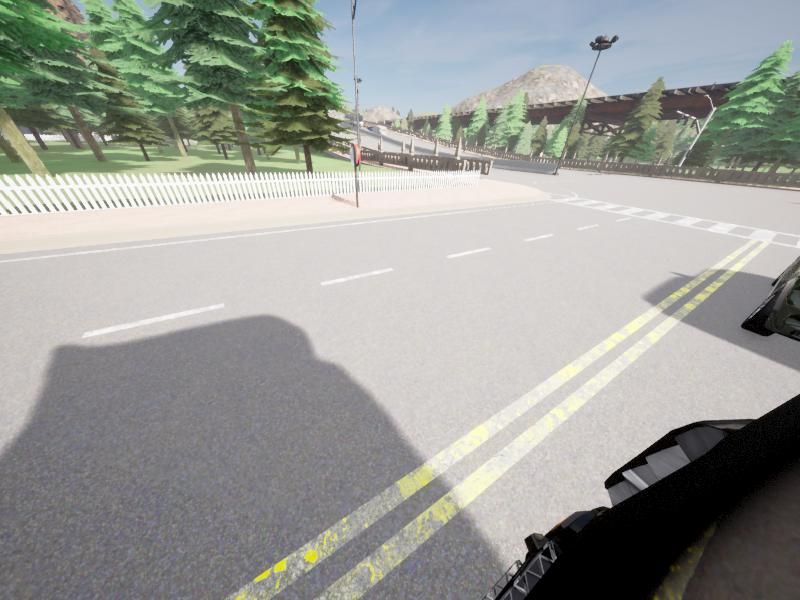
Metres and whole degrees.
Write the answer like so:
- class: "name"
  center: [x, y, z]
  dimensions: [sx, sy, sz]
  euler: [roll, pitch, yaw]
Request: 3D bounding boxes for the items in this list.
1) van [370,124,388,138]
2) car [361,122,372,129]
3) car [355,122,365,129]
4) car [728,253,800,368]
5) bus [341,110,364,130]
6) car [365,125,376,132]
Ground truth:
- class: "van"
  center: [-6.167, -48.801, 66.735]
  dimensions: [2.351, 2.431, 6.366]
  euler: [-17, 46, -27]
- class: "car"
  center: [-12.309, -64.111, 84.797]
  dimensions: [1.801, 1.575, 5.366]
  euler: [-17, 46, -27]
- class: "car"
  center: [-14.077, -61.785, 81.746]
  dimensions: [1.816, 1.474, 4.193]
  euler: [-17, 46, -27]
- class: "car"
  center: [7.414, -0.202, 3.200]
  dimensions: [4.553, 1.767, 2.097]
  euler: [-16, 38, -26]
- class: "bus"
  center: [-16.063, -60.822, 78.069]
  dimensions: [3.944, 4.253, 10.273]
  euler: [-17, 46, -27]
- class: "car"
  center: [-9.742, -56.808, 76.500]
  dimensions: [1.816, 1.474, 4.193]
  euler: [-17, 46, -27]
